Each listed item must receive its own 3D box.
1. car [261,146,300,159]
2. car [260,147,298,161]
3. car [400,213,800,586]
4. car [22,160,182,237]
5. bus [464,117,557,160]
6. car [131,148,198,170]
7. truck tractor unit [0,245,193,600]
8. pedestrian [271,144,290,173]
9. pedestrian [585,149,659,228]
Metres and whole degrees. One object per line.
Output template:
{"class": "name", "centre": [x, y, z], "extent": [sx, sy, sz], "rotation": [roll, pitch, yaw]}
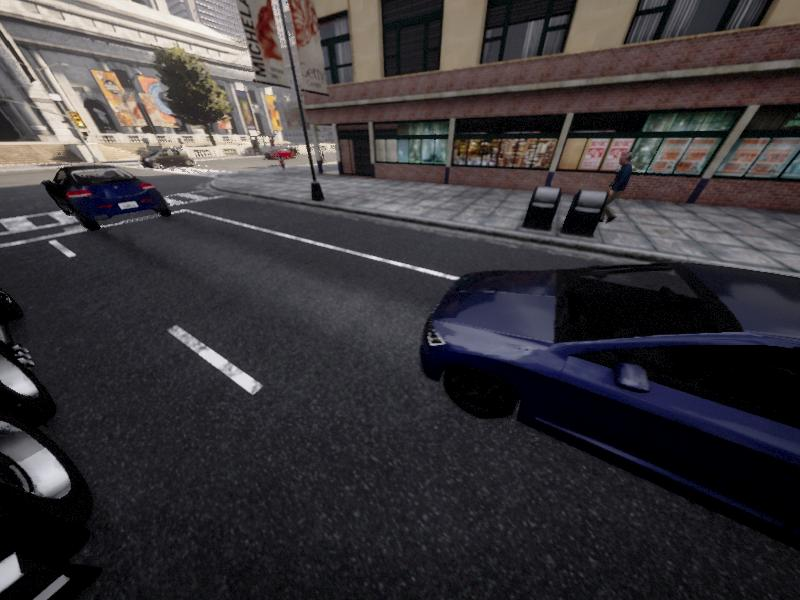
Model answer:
{"class": "car", "centre": [-18.386, -22.942, 35.771], "extent": [2.128, 1.511, 4.902], "rotation": [18, 39, 24]}
{"class": "car", "centre": [-16.813, -20.461, 32.322], "extent": [1.994, 1.385, 4.181], "rotation": [18, 39, 24]}
{"class": "car", "centre": [2.270, 0.501, 1.969], "extent": [4.193, 1.474, 1.816], "rotation": [18, 39, 24]}
{"class": "car", "centre": [-10.445, -3.803, 8.126], "extent": [5.027, 1.651, 2.152], "rotation": [20, 40, 26]}
{"class": "bus", "centre": [14.620, -21.726, 31.361], "extent": [10.273, 4.253, 3.944], "rotation": [18, 39, 24]}
{"class": "car", "centre": [-23.337, -14.125, 23.068], "extent": [1.851, 1.617, 3.988], "rotation": [18, 39, 25]}
{"class": "truck tractor unit", "centre": [-5.078, -0.332, 0.823], "extent": [6.516, 4.208, 3.053], "rotation": [20, 40, 26]}
{"class": "pedestrian", "centre": [-9.139, -10.855, 17.725], "extent": [0.751, 1.860, 0.751], "rotation": [-20, 39, -25]}
{"class": "pedestrian", "centre": [6.080, -3.117, 6.488], "extent": [0.751, 1.860, 0.751], "rotation": [19, 39, 25]}
